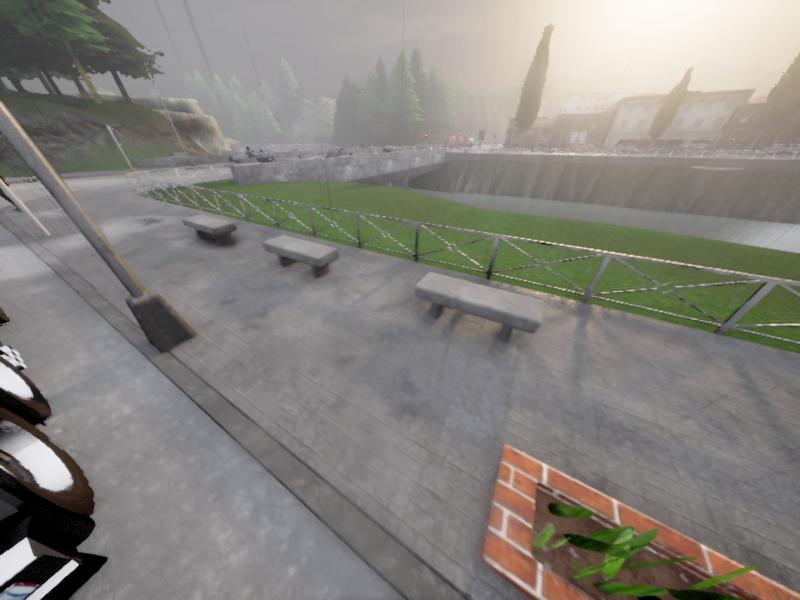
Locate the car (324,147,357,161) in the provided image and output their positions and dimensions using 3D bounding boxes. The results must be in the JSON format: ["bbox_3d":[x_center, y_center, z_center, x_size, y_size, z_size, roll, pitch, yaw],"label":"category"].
[{"bbox_3d":[-7.815,-19.565,30.895,1.816,1.474,4.193,18,39,24],"label":"car"}]

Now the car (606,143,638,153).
[{"bbox_3d":[40.368,-27.674,42.111,3.806,1.475,1.970,18,39,24],"label":"car"}]

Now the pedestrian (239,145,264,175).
[{"bbox_3d":[-11.063,-10.473,17.283,0.751,1.860,0.751,18,39,24],"label":"pedestrian"}]

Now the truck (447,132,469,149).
[{"bbox_3d":[16.275,-44.477,64.409,2.891,3.827,8.468,18,39,24],"label":"truck"}]

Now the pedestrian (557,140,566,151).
[{"bbox_3d":[33.330,-31.886,47.665,0.751,1.860,0.751,-6,35,-7],"label":"pedestrian"}]

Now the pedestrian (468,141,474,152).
[{"bbox_3d":[13.690,-29.674,44.671,0.751,1.860,0.751,15,38,21],"label":"pedestrian"}]

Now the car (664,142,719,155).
[{"bbox_3d":[48.155,-25.210,38.357,5.238,1.638,1.930,18,39,24],"label":"car"}]

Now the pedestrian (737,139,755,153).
[{"bbox_3d":[58.512,-26.076,39.116,0.751,1.860,0.751,20,40,26],"label":"pedestrian"}]

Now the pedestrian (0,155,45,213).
[{"bbox_3d":[-14.424,-4.194,8.287,0.751,1.860,0.751,0,35,1],"label":"pedestrian"}]

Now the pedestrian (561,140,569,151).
[{"bbox_3d":[33.974,-31.849,47.606,0.751,1.860,0.751,25,42,32],"label":"pedestrian"}]

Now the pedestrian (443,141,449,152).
[{"bbox_3d":[8.945,-29.747,44.814,0.751,1.860,0.751,9,36,13],"label":"pedestrian"}]

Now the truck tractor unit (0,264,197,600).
[{"bbox_3d":[-5.111,-0.301,0.782,6.516,4.208,3.053,18,39,24],"label":"truck tractor unit"}]

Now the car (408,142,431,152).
[{"bbox_3d":[4.493,-34.979,52.798,4.856,1.649,2.033,-21,38,-26],"label":"car"}]

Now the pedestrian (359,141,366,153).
[{"bbox_3d":[-7.251,-29.482,44.578,0.751,1.860,0.751,-30,44,-35],"label":"pedestrian"}]

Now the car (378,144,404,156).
[{"bbox_3d":[-1.454,-25.912,39.909,2.038,1.542,4.974,18,39,24],"label":"car"}]

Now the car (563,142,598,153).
[{"bbox_3d":[34.818,-29.536,44.710,5.027,1.651,2.152,18,39,24],"label":"car"}]

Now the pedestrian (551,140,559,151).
[{"bbox_3d":[32.311,-32.227,48.166,0.751,1.860,0.751,-24,41,-29],"label":"pedestrian"}]

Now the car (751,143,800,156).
[{"bbox_3d":[56.454,-22.443,34.451,3.806,1.475,1.970,18,39,25],"label":"car"}]

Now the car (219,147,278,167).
[{"bbox_3d":[-16.356,-15.730,25.290,2.242,1.667,4.611,18,39,25],"label":"car"}]

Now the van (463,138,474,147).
[{"bbox_3d":[24.862,-57.077,83.531,1.988,2.561,5.915,18,39,24],"label":"van"}]
